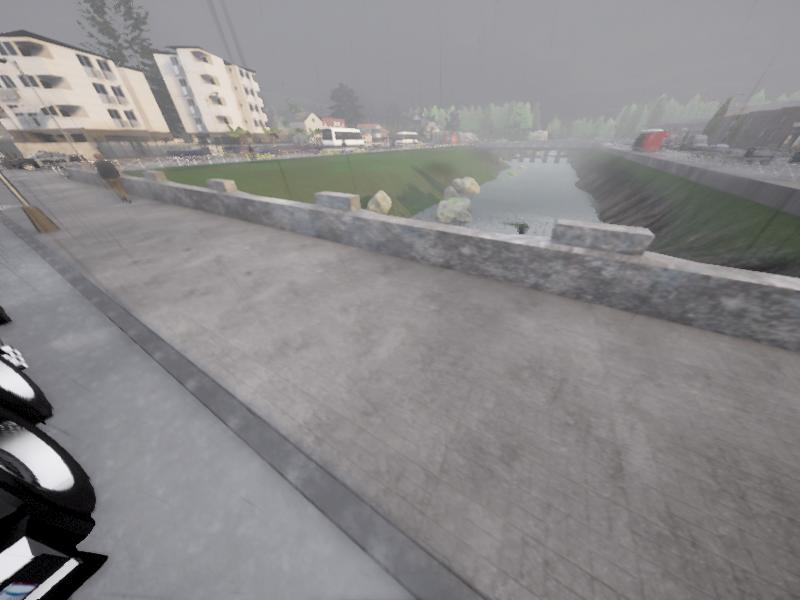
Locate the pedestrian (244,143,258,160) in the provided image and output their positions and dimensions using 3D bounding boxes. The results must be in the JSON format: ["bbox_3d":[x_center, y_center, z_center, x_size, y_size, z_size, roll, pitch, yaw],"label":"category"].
[{"bbox_3d":[-19.686,-19.563,30.521,0.751,1.860,0.751,18,39,25],"label":"pedestrian"}]

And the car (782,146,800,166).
[{"bbox_3d":[39.292,-13.441,21.633,1.816,1.474,4.193,18,39,24],"label":"car"}]

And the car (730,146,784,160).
[{"bbox_3d":[44.365,-18.406,28.878,1.895,1.301,4.718,18,39,24],"label":"car"}]

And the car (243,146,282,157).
[{"bbox_3d":[-23.754,-25.783,40.146,2.033,1.411,5.357,18,39,24],"label":"car"}]

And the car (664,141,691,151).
[{"bbox_3d":[58.450,-32.496,48.783,2.242,1.667,4.611,18,39,24],"label":"car"}]

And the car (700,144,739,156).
[{"bbox_3d":[49.192,-23.263,35.682,1.812,1.442,4.674,18,39,24],"label":"car"}]

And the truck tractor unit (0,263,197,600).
[{"bbox_3d":[-5.117,-0.292,0.785,6.516,4.208,3.053,18,39,24],"label":"truck tractor unit"}]

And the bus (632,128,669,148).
[{"bbox_3d":[71.539,-46.486,66.380,3.944,4.253,10.273,18,39,24],"label":"bus"}]

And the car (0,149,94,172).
[{"bbox_3d":[-35.554,-14.103,23.255,1.930,1.638,5.238,17,38,23],"label":"car"}]

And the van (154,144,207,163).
[{"bbox_3d":[-29.731,-20.094,31.508,1.775,1.987,4.442,18,39,24],"label":"van"}]

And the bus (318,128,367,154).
[{"bbox_3d":[-11.976,-34.226,49.662,3.944,4.253,10.273,18,39,24],"label":"bus"}]

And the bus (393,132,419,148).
[{"bbox_3d":[2.258,-52.644,75.992,3.944,4.253,10.273,18,39,24],"label":"bus"}]

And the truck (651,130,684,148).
[{"bbox_3d":[74.961,-45.276,64.976,2.891,3.827,8.468,18,39,24],"label":"truck"}]

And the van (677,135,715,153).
[{"bbox_3d":[54.179,-28.692,42.441,1.988,2.561,5.915,18,39,24],"label":"van"}]

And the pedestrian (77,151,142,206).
[{"bbox_3d":[-11.751,-4.953,9.416,0.751,1.860,0.751,18,39,24],"label":"pedestrian"}]

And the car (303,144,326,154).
[{"bbox_3d":[-17.838,-31.743,48.469,1.851,1.617,3.988,18,39,24],"label":"car"}]
